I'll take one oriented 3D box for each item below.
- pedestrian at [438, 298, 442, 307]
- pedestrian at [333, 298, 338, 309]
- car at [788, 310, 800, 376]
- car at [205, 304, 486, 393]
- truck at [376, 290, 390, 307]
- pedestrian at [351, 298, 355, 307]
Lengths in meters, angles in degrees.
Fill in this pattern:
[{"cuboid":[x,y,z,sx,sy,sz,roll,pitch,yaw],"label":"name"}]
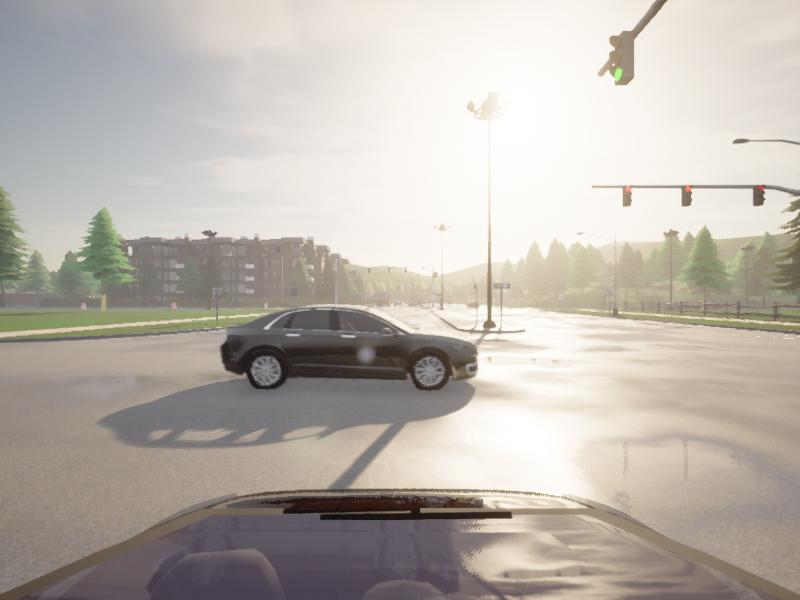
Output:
[{"cuboid":[8.537,0.495,85.006,0.751,1.860,0.751,0,0,-12],"label":"pedestrian"},{"cuboid":[-11.206,0.646,69.863,0.751,1.860,0.751,0,0,-1],"label":"pedestrian"},{"cuboid":[10.455,0.908,7.606,4.181,1.385,1.994,0,0,1],"label":"car"},{"cuboid":[-0.943,0.844,7.866,4.892,1.490,1.837,0,0,1],"label":"car"},{"cuboid":[-3.932,-0.309,96.990,2.891,3.827,8.468,0,0,1],"label":"truck"},{"cuboid":[-9.828,0.495,83.541,0.751,1.860,0.751,0,0,14],"label":"pedestrian"}]
